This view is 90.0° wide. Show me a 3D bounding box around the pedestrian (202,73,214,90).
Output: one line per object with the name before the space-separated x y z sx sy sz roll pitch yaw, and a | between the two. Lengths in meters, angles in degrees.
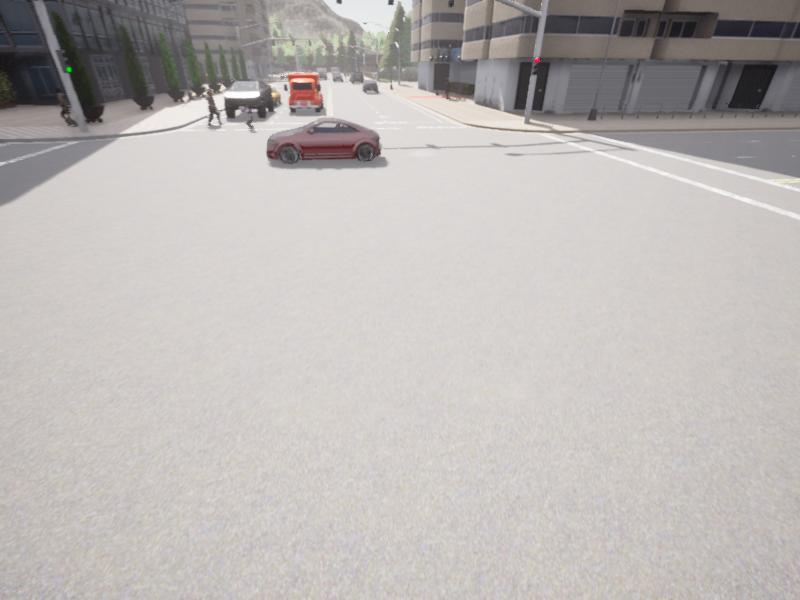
pedestrian | -24.053 -27.397 50.164 0.751 1.860 0.751 -4 31 -8

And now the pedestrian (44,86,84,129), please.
pedestrian | -16.771 -9.636 20.012 0.751 1.860 0.751 -4 31 -7

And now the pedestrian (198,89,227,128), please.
pedestrian | -10.239 -10.499 21.892 0.751 1.860 0.751 6 31 9

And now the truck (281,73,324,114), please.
truck | -7.183 -15.629 30.149 2.627 2.467 5.204 -4 31 -8

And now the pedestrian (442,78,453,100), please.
pedestrian | 4.671 -20.676 39.212 0.751 1.860 0.751 -9 32 -16

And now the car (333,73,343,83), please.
car | -12.748 -45.587 82.111 2.038 1.542 4.974 -4 31 -8

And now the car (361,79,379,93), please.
car | -3.943 -27.932 52.233 1.812 1.442 4.674 -4 31 -8

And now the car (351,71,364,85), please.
car | -7.999 -41.762 75.149 2.150 2.045 5.566 -4 31 -8

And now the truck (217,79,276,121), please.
truck | -10.218 -13.755 27.267 2.390 2.098 6.274 -4 31 -7

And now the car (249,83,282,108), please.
car | -11.340 -17.456 34.085 1.801 1.575 5.366 -4 31 -7

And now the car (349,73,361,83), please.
car | -9.243 -45.653 82.334 2.242 1.667 4.611 -4 31 -8

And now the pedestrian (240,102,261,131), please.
pedestrian | -7.798 -9.606 20.960 0.751 1.300 0.751 -5 31 -10

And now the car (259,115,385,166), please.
car | -2.758 -5.899 14.686 4.181 1.385 1.994 -4 31 -8
